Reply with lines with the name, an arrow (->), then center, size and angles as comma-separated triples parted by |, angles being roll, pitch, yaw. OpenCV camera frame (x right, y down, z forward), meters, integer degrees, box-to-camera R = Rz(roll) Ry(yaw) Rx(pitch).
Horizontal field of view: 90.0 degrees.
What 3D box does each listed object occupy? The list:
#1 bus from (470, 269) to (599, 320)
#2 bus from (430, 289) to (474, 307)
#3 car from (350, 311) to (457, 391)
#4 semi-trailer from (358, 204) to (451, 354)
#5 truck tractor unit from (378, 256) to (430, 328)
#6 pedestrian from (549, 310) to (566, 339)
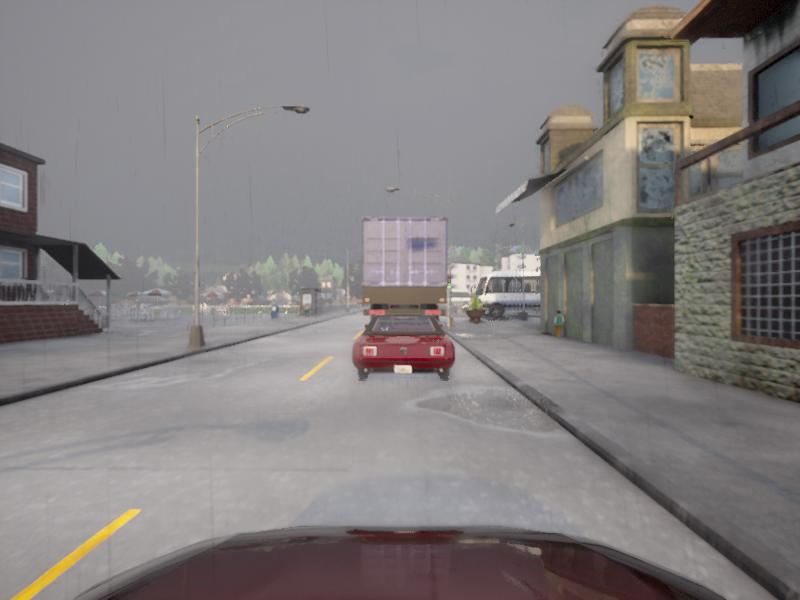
bus -> 11.794, -0.486, 36.079 | 10.273, 4.253, 3.944 | 0, 0, 0
bus -> 12.611, -0.399, 98.064 | 10.273, 4.253, 3.944 | 0, 0, 1
car -> 0.088, 0.957, 9.405 | 1.895, 1.301, 4.718 | 0, 0, 1
semi-trailer -> 0.203, -0.591, 18.845 | 2.717, 4.402, 14.254 | 0, 0, 1
truck tractor unit -> 0.277, -0.484, 26.757 | 3.053, 4.208, 6.516 | 0, 0, 1
pedestrian -> 6.182, 0.937, 15.712 | 0.500, 1.100, 0.500 | 0, 0, 5
